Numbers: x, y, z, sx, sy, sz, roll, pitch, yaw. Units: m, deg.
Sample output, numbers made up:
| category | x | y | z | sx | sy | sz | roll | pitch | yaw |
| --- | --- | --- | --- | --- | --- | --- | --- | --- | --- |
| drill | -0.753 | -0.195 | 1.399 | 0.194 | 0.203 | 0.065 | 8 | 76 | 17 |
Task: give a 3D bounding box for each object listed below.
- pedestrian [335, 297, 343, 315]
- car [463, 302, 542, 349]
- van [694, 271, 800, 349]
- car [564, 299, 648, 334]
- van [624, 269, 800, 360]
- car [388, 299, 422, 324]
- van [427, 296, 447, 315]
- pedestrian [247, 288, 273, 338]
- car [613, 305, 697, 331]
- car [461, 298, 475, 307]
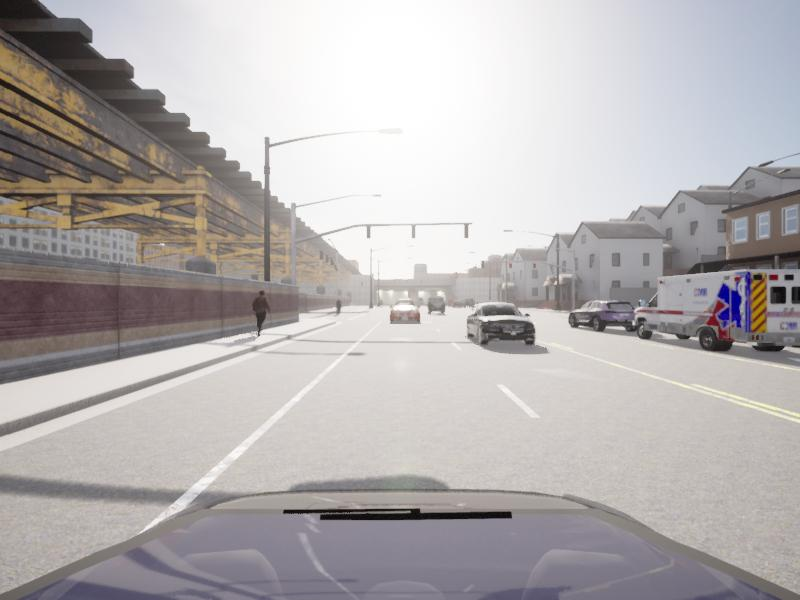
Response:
| category | x | y | z | sx | sy | sz | roll | pitch | yaw |
| --- | --- | --- | --- | --- | --- | --- | --- | --- | --- |
| pedestrian | -6.393 | 0.637 | 41.969 | 0.751 | 1.860 | 0.751 | 0 | 0 | 2 |
| car | 3.701 | 0.845 | 15.380 | 1.837 | 1.490 | 4.892 | 0 | 0 | 1 |
| van | 14.186 | 0.322 | 15.030 | 1.988 | 2.561 | 5.915 | 0 | 0 | 1 |
| car | 10.773 | 0.778 | 21.404 | 2.033 | 1.649 | 4.856 | 0 | 0 | 1 |
| van | 10.684 | 0.378 | 13.842 | 2.351 | 2.431 | 6.366 | 0 | 0 | 1 |
| car | 0.369 | 0.756 | 29.289 | 2.242 | 1.667 | 4.611 | 0 | 0 | 1 |
| van | 4.052 | 0.603 | 44.484 | 1.775 | 1.987 | 4.442 | 0 | 0 | 1 |
| pedestrian | -5.392 | 0.485 | 15.451 | 0.751 | 1.860 | 0.751 | 0 | 0 | 0 |
| car | 14.186 | 0.944 | 22.643 | 1.895 | 1.301 | 4.718 | 0 | 0 | 2 |
| car | 15.089 | 0.572 | 88.748 | 2.150 | 2.045 | 5.566 | 0 | 0 | 1 |
